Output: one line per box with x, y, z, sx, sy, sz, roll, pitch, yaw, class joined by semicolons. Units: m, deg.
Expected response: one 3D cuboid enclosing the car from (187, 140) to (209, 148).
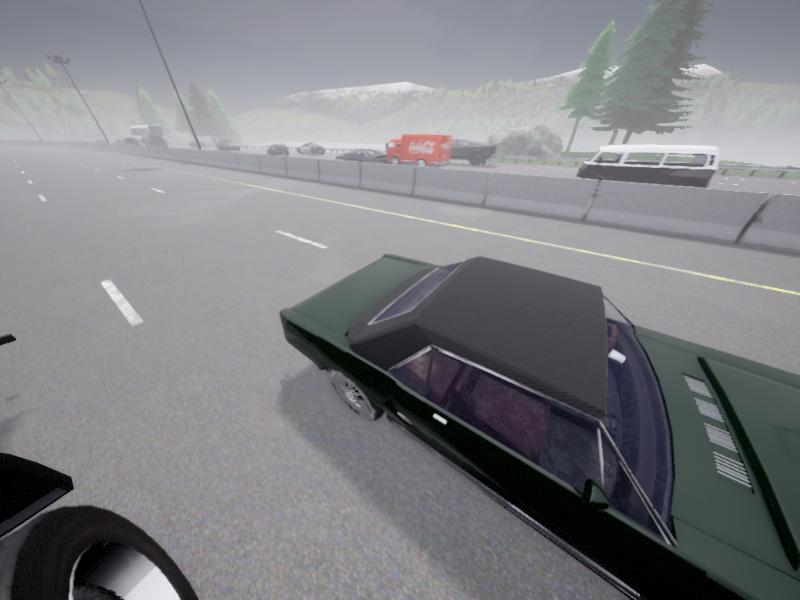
-47.057;-36.266;53.687;4.514;1.525;2.007;21;40;26;car

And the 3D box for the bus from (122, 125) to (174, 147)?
-61.442;-40.003;56.429;10.273;4.253;3.944;17;38;22;bus

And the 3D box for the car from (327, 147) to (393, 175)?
-3.172;-11.075;18.281;4.902;1.511;2.128;22;41;28;car

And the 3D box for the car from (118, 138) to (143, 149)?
-56.129;-32.638;48.101;3.866;1.878;1.905;19;39;25;car

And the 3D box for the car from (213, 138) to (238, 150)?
-35.483;-31.759;47.027;4.605;1.855;1.932;22;41;28;car

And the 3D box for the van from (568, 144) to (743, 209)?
10.590;-5.688;10.298;4.480;2.038;2.069;22;41;28;van

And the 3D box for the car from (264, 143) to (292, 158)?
-16.480;-20.249;31.212;1.816;1.474;4.193;-27;44;-33;car

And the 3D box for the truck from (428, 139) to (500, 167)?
6.216;-14.877;23.244;6.274;2.098;2.390;22;41;28;truck

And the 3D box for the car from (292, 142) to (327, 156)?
-13.571;-22.684;34.637;4.974;1.542;2.038;22;41;28;car

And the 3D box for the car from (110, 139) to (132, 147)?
-69.273;-39.028;57.348;3.988;1.617;1.851;15;38;20;car

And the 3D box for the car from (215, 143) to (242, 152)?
-30.344;-26.983;40.800;4.718;1.301;1.895;22;41;28;car

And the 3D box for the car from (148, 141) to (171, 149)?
-50.942;-32.866;48.959;4.718;1.301;1.895;21;40;26;car

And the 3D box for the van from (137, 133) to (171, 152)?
-43.906;-28.107;41.179;5.915;2.561;1.988;22;41;28;van

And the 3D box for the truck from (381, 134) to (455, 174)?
1.388;-12.073;18.903;5.204;2.467;2.627;22;41;28;truck

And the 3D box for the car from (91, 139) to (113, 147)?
-70.435;-37.131;54.614;3.705;1.549;1.789;15;38;20;car

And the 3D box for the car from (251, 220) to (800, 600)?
1.189;0.635;1.894;4.718;1.301;1.895;22;41;28;car
